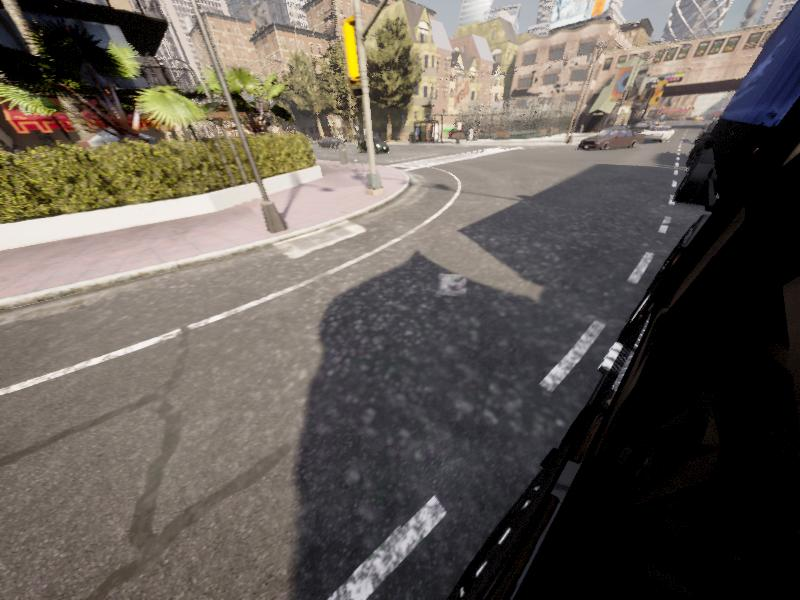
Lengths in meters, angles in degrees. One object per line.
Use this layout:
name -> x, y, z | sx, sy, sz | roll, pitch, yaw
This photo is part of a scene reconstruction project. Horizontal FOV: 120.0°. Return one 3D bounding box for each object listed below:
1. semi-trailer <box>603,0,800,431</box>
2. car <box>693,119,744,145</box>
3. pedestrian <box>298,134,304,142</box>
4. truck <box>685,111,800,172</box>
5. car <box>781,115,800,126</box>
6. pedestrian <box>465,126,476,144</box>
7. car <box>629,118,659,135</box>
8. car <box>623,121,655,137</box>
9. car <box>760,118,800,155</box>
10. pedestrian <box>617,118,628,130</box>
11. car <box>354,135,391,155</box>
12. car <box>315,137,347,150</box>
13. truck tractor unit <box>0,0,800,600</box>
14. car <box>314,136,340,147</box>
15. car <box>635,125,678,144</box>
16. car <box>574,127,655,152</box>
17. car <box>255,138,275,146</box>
semi-trailer -> 8.423, -3.779, 4.481 | 14.254, 4.402, 2.717 | -31, 45, -33
car -> 28.010, -14.962, 20.508 | 1.930, 1.638, 5.238 | 29, 47, 36
pedestrian -> -27.857, -45.746, 65.146 | 0.751, 1.860, 0.751 | 10, 39, 17
truck -> 17.183, -8.301, 11.908 | 2.390, 2.098, 6.274 | 29, 47, 36
car -> 64.170, -29.047, 37.266 | 1.895, 1.301, 4.718 | 29, 47, 35
pedestrian -> 9.294, -21.792, 30.466 | 0.751, 1.860, 0.751 | -23, 41, -24
car -> 36.777, -26.105, 34.760 | 2.185, 1.767, 4.553 | 29, 47, 35
car -> 32.351, -23.083, 31.210 | 2.097, 1.535, 5.008 | 29, 47, 35
car -> 25.047, -10.139, 14.204 | 2.242, 1.667, 4.611 | 29, 47, 36
pedestrian -> 41.577, -32.820, 43.099 | 0.751, 1.860, 0.751 | -32, 45, -33
car -> -3.077, -17.233, 25.684 | 3.988, 1.617, 1.851 | 29, 47, 35
car -> -10.721, -24.296, 35.866 | 5.357, 1.411, 2.033 | 29, 47, 35
truck tractor unit -> 2.645, -0.295, 0.352 | 6.516, 4.208, 3.053 | -28, 44, -30
car -> -13.232, -28.638, 41.794 | 4.792, 1.488, 2.163 | 29, 47, 35
car -> 25.797, -16.631, 23.189 | 4.718, 1.301, 1.895 | -28, 44, -30
car -> 18.023, -13.575, 19.527 | 5.357, 1.411, 2.033 | -12, 38, -12
car -> -34.634, -40.520, 59.259 | 5.357, 1.411, 2.033 | 25, 45, 33
